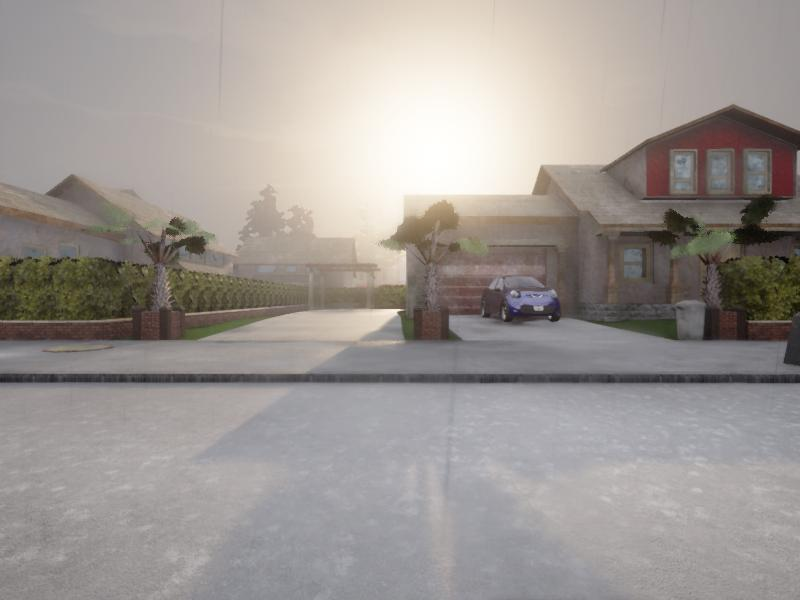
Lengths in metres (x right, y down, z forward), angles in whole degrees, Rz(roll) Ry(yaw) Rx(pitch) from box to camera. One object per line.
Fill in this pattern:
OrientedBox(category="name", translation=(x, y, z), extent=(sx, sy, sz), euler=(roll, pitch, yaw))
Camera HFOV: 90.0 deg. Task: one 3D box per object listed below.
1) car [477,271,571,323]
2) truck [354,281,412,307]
OrientedBox(category="car", translation=(3.891, -0.082, 13.247), extent=(1.845, 1.501, 3.633), euler=(0, 0, -3))
OrientedBox(category="truck", translation=(-2.477, -0.921, 60.272), extent=(8.468, 3.827, 2.891), euler=(0, 0, 0))
